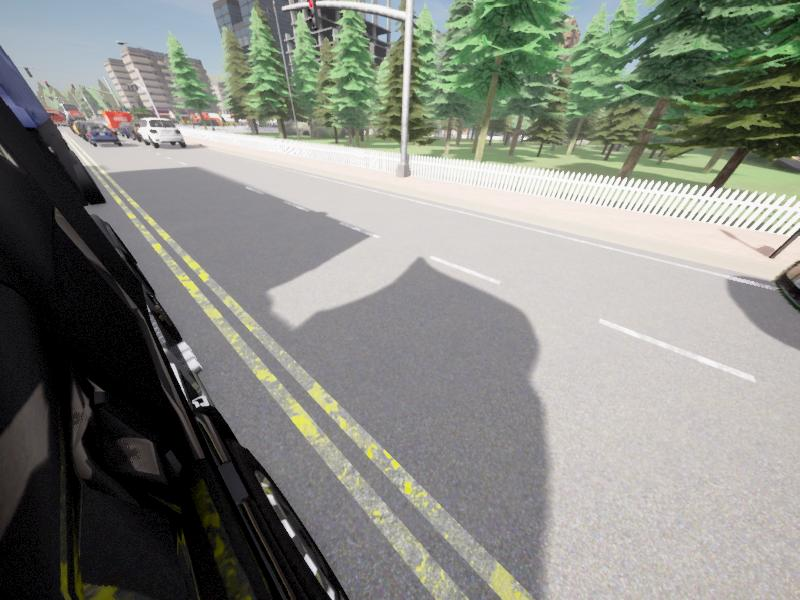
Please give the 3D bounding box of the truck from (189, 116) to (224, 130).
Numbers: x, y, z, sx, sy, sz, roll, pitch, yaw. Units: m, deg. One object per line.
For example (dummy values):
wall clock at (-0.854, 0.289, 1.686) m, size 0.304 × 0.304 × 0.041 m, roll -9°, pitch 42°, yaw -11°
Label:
truck at (-45.432, -41.600, 54.400) m, size 2.627 × 2.467 × 5.204 m, roll 27°, pitch 43°, yaw 29°

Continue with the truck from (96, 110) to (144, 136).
truck at (-36.386, -22.954, 30.015) m, size 5.204 × 2.467 × 2.627 m, roll 28°, pitch 44°, yaw 30°

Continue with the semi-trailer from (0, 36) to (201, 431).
semi-trailer at (-8.661, -3.630, 4.264) m, size 14.254 × 4.402 × 2.717 m, roll 29°, pitch 44°, yaw 30°

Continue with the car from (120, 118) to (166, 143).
car at (-26.502, -17.464, 23.780) m, size 4.605 × 1.855 × 1.932 m, roll 28°, pitch 44°, yaw 30°

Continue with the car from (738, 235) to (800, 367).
car at (7.644, 0.635, 1.554) m, size 5.566 × 2.045 × 2.150 m, roll 29°, pitch 44°, yaw 31°

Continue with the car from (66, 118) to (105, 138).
car at (-35.189, -19.222, 25.841) m, size 5.366 × 1.575 × 1.801 m, roll 28°, pitch 44°, yaw 30°

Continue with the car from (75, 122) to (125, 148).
car at (-24.992, -13.797, 19.242) m, size 3.705 × 1.549 × 1.789 m, roll 28°, pitch 44°, yaw 30°

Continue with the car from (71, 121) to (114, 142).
car at (-29.839, -16.337, 22.403) m, size 4.193 × 1.474 × 1.816 m, roll 28°, pitch 44°, yaw 30°

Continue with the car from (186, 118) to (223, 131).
car at (-43.674, -39.343, 51.834) m, size 2.150 × 2.045 × 5.566 m, roll 27°, pitch 43°, yaw 29°

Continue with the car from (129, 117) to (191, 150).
car at (-20.941, -14.579, 20.128) m, size 5.566 × 2.045 × 2.150 m, roll 28°, pitch 44°, yaw 30°

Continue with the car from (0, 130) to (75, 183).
car at (-15.559, -6.022, 9.513) m, size 3.806 × 1.475 × 1.970 m, roll 28°, pitch 44°, yaw 30°

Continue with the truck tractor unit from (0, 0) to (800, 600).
truck tractor unit at (-2.645, -0.295, 0.351) m, size 6.516 × 4.208 × 3.053 m, roll 28°, pitch 44°, yaw 30°

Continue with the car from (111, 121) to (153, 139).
car at (-31.515, -19.963, 27.143) m, size 4.792 × 1.488 × 2.163 m, roll 28°, pitch 44°, yaw 30°
